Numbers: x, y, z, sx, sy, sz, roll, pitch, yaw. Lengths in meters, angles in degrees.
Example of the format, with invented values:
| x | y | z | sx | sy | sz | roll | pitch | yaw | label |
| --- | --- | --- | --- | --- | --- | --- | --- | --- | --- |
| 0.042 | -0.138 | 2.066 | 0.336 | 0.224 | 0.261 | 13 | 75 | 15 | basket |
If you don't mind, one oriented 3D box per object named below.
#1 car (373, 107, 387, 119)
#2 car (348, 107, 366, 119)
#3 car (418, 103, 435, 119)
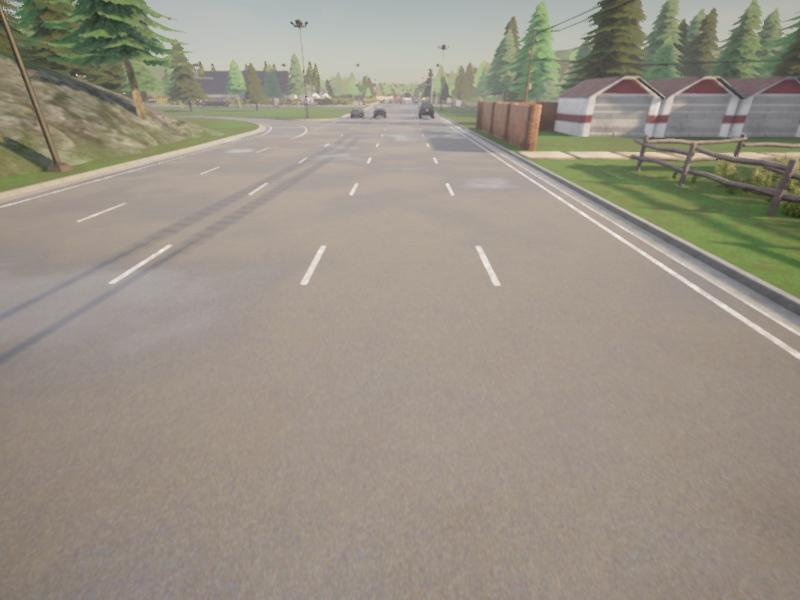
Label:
| x | y | z | sx | sy | sz | roll | pitch | yaw | label |
| --- | --- | --- | --- | --- | --- | --- | --- | --- | --- |
| -3.019 | -28.642 | 61.128 | 1.837 | 1.490 | 4.892 | 0 | 27 | 0 | car |
| -6.516 | -28.824 | 61.526 | 2.128 | 1.511 | 4.902 | 0 | 27 | 0 | car |
| 3.982 | -28.893 | 61.025 | 2.150 | 2.045 | 5.566 | 0 | 27 | 0 | car |
